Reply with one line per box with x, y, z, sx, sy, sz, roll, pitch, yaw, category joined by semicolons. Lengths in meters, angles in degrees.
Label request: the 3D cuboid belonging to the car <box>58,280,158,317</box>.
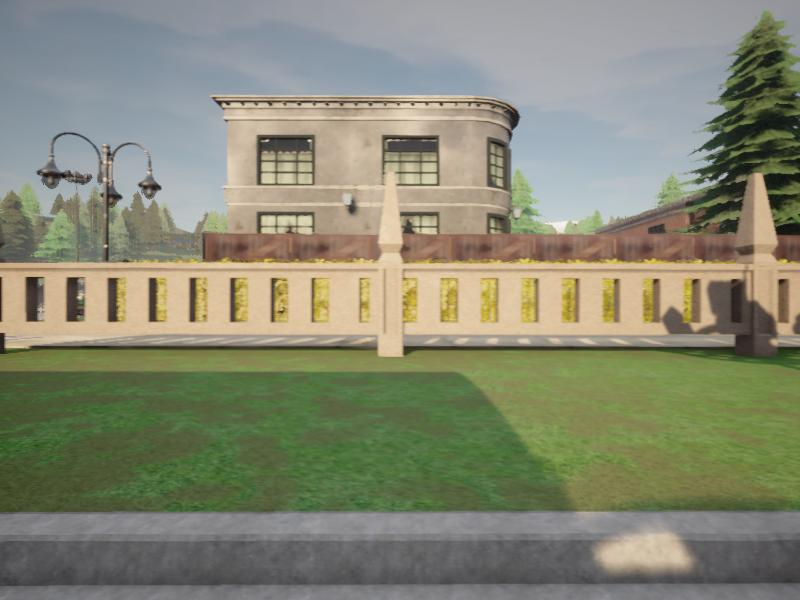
-17.839;-0.064;24.915;2.150;2.045;5.566;0;0;0;car
